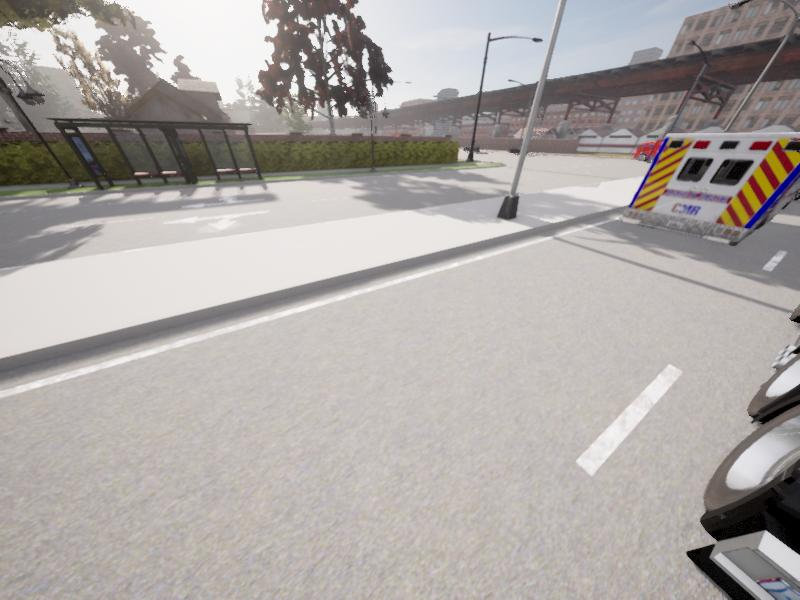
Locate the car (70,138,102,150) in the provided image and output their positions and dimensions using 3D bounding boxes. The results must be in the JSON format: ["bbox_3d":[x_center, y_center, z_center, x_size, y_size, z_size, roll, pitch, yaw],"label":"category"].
[{"bbox_3d":[-69.019,-34.356,50.944,2.150,2.045,5.566,-18,39,-25],"label":"car"}]

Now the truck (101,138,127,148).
[{"bbox_3d":[-77.445,-42.685,62.610,2.390,2.098,6.274,-18,39,-25],"label":"truck"}]

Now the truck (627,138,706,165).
[{"bbox_3d":[32.122,-18.132,28.127,2.627,2.467,5.204,-18,38,-24],"label":"truck"}]

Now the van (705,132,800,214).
[{"bbox_3d":[16.699,-5.698,10.103,5.915,2.561,1.988,-18,39,-24],"label":"van"}]

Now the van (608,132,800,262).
[{"bbox_3d":[9.630,-3.349,6.769,6.366,2.431,2.351,-18,39,-24],"label":"van"}]

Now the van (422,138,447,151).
[{"bbox_3d":[8.305,-38.082,56.374,2.351,2.431,6.366,-18,40,-24],"label":"van"}]

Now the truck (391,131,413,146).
[{"bbox_3d":[0.530,-50.856,72.644,2.891,3.827,8.468,-18,40,-24],"label":"truck"}]

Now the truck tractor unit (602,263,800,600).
[{"bbox_3d":[5.109,-0.303,0.786,6.516,4.208,3.053,-18,39,-24],"label":"truck tractor unit"}]

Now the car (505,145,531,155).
[{"bbox_3d":[21.942,-27.932,42.978,1.845,1.501,3.633,-18,39,-24],"label":"car"}]
